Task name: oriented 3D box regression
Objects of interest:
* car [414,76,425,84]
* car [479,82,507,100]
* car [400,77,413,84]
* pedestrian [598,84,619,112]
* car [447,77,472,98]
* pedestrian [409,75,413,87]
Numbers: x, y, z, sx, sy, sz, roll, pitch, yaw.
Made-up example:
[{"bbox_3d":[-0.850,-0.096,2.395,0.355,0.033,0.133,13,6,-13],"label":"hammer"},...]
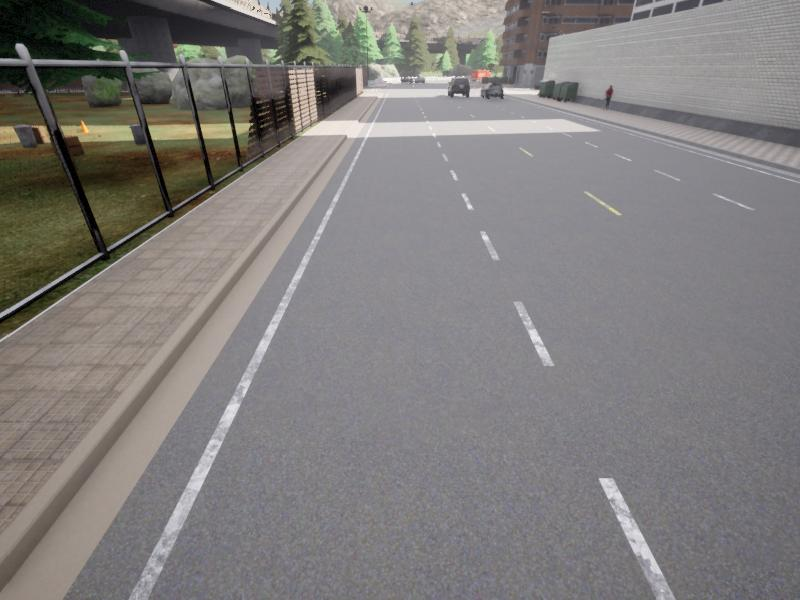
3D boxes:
[{"bbox_3d":[4.346,-48.573,88.321,1.816,1.474,4.193,4,30,7],"label":"car"},{"bbox_3d":[10.576,-24.006,45.837,2.033,1.649,4.856,0,30,0],"label":"car"},{"bbox_3d":[1.503,-50.015,90.982,1.895,1.301,4.718,7,31,12],"label":"car"},{"bbox_3d":[15.735,-15.273,30.204,0.751,1.860,0.751,2,30,3],"label":"pedestrian"},{"bbox_3d":[7.081,-25.675,48.296,2.150,2.045,5.566,0,30,0],"label":"car"},{"bbox_3d":[2.012,-39.927,73.020,0.751,1.860,0.751,-3,30,-5],"label":"pedestrian"}]
